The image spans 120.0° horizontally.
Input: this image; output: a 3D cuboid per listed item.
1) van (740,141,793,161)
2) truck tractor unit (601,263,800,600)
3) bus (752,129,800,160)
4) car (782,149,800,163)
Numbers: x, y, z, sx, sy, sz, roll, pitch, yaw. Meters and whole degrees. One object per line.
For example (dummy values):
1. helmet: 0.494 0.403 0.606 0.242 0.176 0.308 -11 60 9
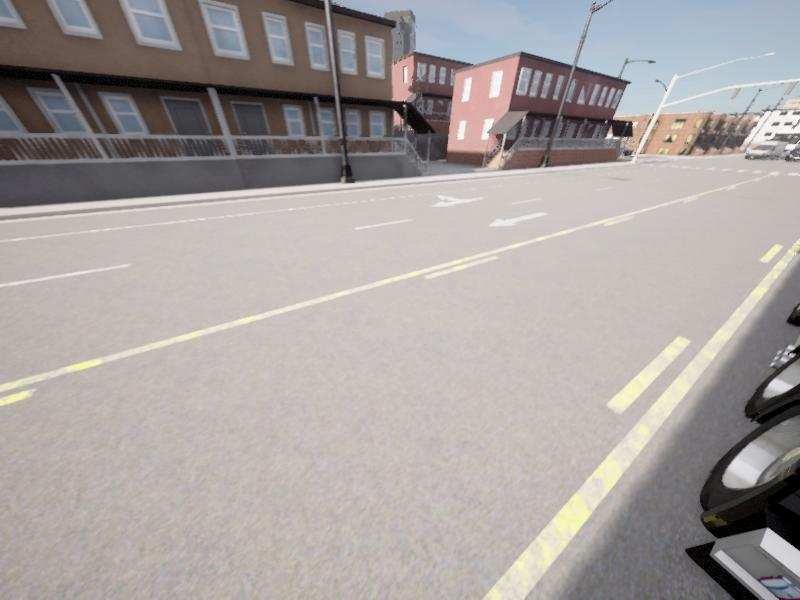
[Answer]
1. van: 58.456 -23.821 36.862 5.915 2.561 1.988 -11 37 -16
2. truck tractor unit: 5.124 -0.283 0.789 6.516 4.208 3.053 -18 39 -24
3. bus: 69.360 -27.899 41.402 10.273 4.253 3.944 -18 39 -24
4. car: 58.517 -21.080 33.771 3.988 1.617 1.851 -18 39 -24
